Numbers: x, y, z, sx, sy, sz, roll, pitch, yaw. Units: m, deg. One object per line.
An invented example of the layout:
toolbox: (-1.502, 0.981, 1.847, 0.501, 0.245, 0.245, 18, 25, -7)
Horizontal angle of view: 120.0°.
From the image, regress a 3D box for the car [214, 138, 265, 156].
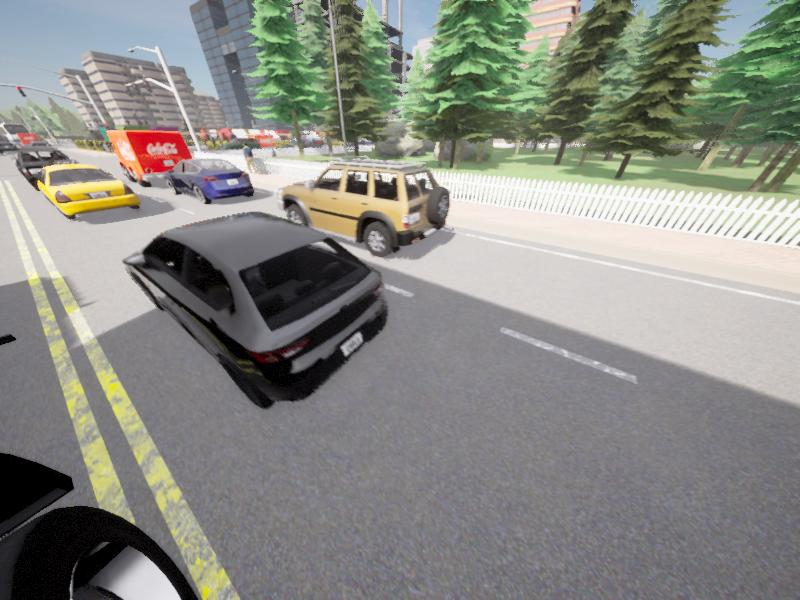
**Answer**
car: (-23.659, -22.944, 34.446, 2.150, 2.045, 5.566, 21, 40, 26)

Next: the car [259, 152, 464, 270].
car: (-1.072, -2.572, 5.907, 4.605, 1.855, 1.932, 21, 40, 27)

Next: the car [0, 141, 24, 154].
car: (-59.217, -23.024, 34.780, 4.514, 1.525, 2.007, 22, 40, 27)

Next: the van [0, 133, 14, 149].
van: (-78.333, -31.073, 45.052, 5.915, 2.561, 1.988, 22, 40, 27)

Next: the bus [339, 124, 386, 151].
bus: (-7.585, -34.542, 49.119, 3.944, 4.253, 10.273, 21, 41, 26)

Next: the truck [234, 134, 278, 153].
truck: (-24.149, -26.401, 38.974, 2.627, 2.467, 5.204, 21, 40, 26)

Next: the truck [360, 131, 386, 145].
truck: (-9.320, -55.631, 79.242, 8.468, 3.827, 2.891, 20, 40, 26)

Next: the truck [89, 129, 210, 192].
truck: (-13.726, -7.832, 12.748, 5.204, 2.467, 2.627, 22, 40, 27)

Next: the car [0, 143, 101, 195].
car: (-17.793, -6.763, 11.711, 4.605, 1.855, 1.932, 22, 40, 27)

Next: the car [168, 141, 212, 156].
car: (-29.496, -21.374, 32.555, 1.851, 1.617, 3.988, 22, 41, 28)

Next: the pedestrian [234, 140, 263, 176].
pedestrian: (-9.581, -8.992, 14.646, 0.751, 1.860, 0.751, 23, 41, 29)

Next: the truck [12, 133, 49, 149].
truck: (-72.072, -30.984, 45.071, 5.204, 2.467, 2.627, 22, 40, 27)

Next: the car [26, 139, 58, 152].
car: (-58.923, -25.426, 38.025, 5.238, 1.638, 1.930, 22, 40, 27)

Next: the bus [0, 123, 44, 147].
bus: (-86.840, -37.486, 52.612, 10.273, 4.253, 3.944, 21, 40, 27)

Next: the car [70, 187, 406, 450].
car: (-2.185, -0.404, 3.177, 4.193, 1.474, 1.816, 22, 40, 27)

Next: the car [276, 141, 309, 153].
car: (-18.831, -27.031, 40.725, 2.038, 1.542, 4.974, 21, 40, 26)

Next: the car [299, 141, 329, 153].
car: (-14.905, -26.799, 40.434, 2.007, 1.525, 4.514, 21, 40, 26)

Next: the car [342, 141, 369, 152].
car: (-8.245, -29.050, 43.578, 1.930, 1.638, 5.238, 21, 40, 26)

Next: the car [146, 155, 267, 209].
car: (-8.459, -5.338, 10.113, 4.792, 1.488, 2.163, 22, 40, 27)

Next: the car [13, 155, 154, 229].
car: (-11.282, -4.057, 8.188, 5.366, 1.575, 1.801, 22, 40, 27)
